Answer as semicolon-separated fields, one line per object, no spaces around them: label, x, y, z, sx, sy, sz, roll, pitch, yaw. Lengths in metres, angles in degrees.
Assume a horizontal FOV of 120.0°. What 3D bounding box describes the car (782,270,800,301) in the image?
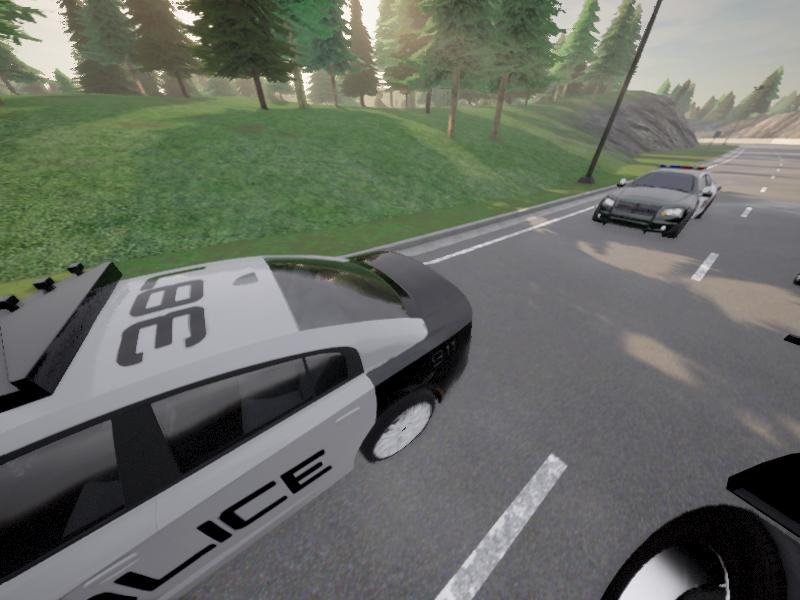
car;8.878;-0.748;3.717;4.181;1.385;1.994;-19;39;-24

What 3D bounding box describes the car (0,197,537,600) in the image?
car;-1.767;0.734;1.470;5.238;1.638;1.930;-22;41;-28

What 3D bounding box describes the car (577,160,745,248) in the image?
car;8.042;-3.215;7.094;4.974;1.542;2.038;-22;41;-28
